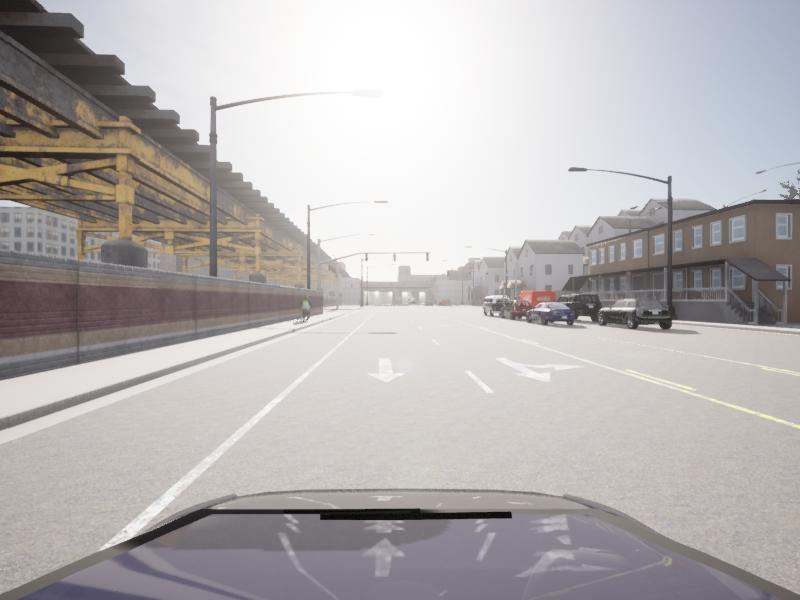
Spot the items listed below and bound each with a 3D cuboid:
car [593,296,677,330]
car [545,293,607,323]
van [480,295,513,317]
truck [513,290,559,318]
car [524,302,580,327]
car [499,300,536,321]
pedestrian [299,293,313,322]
[{"bbox_3d":[13.378,0.694,23.174,2.097,1.767,4.553,0,0,-2],"label":"car"},{"bbox_3d":[13.168,0.568,30.403,2.150,2.045,5.566,0,0,-1],"label":"car"},{"bbox_3d":[9.454,0.575,39.407,2.069,2.038,4.480,0,0,-2],"label":"van"},{"bbox_3d":[12.862,0.361,38.350,2.627,2.467,5.204,0,0,0],"label":"truck"},{"bbox_3d":[9.787,0.870,26.232,1.812,1.442,4.674,0,0,-1],"label":"car"},{"bbox_3d":[9.620,0.788,33.092,1.851,1.617,3.988,0,0,-2],"label":"car"},{"bbox_3d":[-6.187,0.485,26.426,0.751,1.860,0.751,0,0,2],"label":"pedestrian"}]
